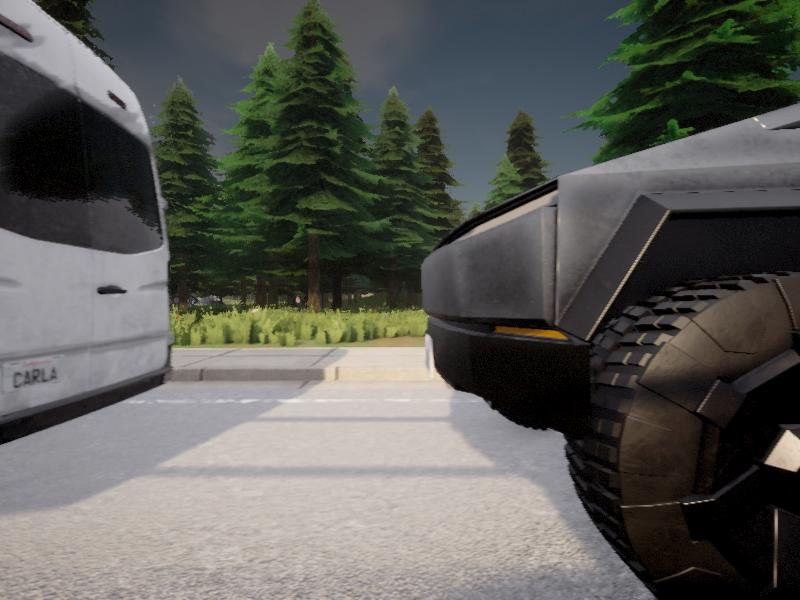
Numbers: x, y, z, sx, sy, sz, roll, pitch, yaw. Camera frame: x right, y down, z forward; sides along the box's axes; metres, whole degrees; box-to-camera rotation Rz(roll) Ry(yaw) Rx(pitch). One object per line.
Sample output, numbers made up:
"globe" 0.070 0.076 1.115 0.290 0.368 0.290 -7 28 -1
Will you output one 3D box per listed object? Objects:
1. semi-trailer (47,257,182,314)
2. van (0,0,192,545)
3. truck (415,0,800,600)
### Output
"semi-trailer" -26.083 -1.133 38.260 2.717 4.402 14.254 0 0 0
"van" -4.620 -0.254 2.200 5.915 2.561 1.988 0 0 0
"truck" 3.263 -0.067 2.183 6.274 2.098 2.390 0 0 0
